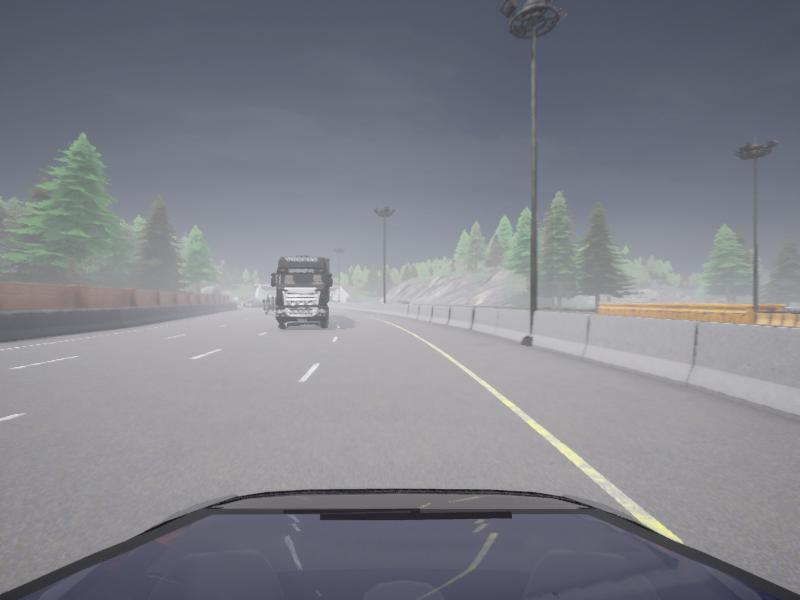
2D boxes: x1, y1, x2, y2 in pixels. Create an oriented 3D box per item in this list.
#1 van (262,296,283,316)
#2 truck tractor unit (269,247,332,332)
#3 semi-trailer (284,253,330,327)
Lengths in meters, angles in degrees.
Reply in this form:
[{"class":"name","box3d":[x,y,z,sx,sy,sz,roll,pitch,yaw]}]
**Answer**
[{"class":"van","box3d":[-13.767,0.604,43.351,2.069,2.038,4.480,0,0,-16]},{"class":"truck tractor unit","box3d":[-5.510,-0.505,23.318,3.053,4.208,6.516,0,0,-9]},{"class":"semi-trailer","box3d":[-7.110,-0.601,31.069,2.717,4.402,14.254,0,0,-12]}]
